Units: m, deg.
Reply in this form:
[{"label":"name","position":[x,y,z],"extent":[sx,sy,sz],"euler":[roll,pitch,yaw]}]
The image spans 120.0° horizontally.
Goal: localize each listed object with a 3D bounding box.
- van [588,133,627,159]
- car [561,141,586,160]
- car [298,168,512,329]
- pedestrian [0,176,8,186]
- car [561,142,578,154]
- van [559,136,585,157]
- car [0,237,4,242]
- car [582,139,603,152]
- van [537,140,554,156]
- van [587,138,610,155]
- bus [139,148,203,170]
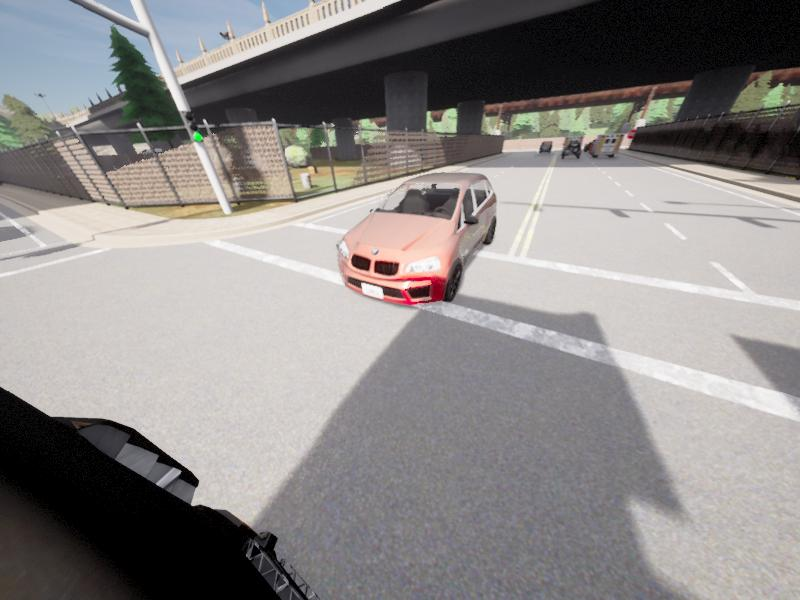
[{"label":"van","position":[26.191,-19.679,29.470],"extent":[2.351,2.431,6.366],"euler":[16,38,26]},{"label":"car","position":[22.137,-19.282,29.675],"extent":[1.932,1.855,4.605],"euler":[16,38,26]},{"label":"car","position":[0.674,-1.691,4.973],"extent":[2.242,1.667,4.611],"euler":[16,37,26]},{"label":"pedestrian","position":[-49.183,-14.884,28.041],"extent":[0.751,1.860,0.751],"euler":[14,37,24]},{"label":"car","position":[29.921,-26.920,40.837],"extent":[1.851,1.617,3.988],"euler":[16,38,26]},{"label":"van","position":[26.147,-23.518,35.256],"extent":[2.351,2.431,6.366],"euler":[16,38,26]},{"label":"car","position":[-16.098,-2.590,7.786],"extent":[4.181,1.385,1.994],"euler":[15,37,24]},{"label":"car","position":[34.712,-27.899,41.781],"extent":[2.097,1.767,4.553],"euler":[16,38,26]},{"label":"van","position":[24.868,-25.920,39.368],"extent":[1.775,1.987,4.442],"euler":[16,38,26]},{"label":"van","position":[30.094,-23.380,35.149],"extent":[1.775,1.987,4.442],"euler":[16,38,26]},{"label":"bus","position":[-59.356,-37.032,60.418],"extent":[3.944,4.253,10.273],"euler":[16,38,26]}]
